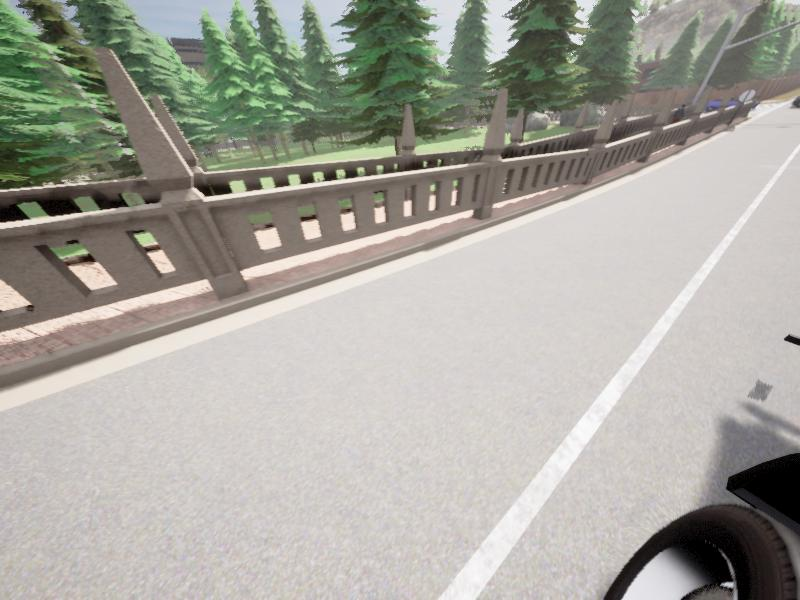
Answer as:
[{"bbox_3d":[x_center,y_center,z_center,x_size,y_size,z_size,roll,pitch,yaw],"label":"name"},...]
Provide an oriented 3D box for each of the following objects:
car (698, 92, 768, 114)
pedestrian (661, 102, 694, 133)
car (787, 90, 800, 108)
[{"bbox_3d":[40.505,-24.069,28.292,2.007,1.525,4.514,-28,43,-25],"label":"car"},{"bbox_3d":[21.767,-14.305,18.150,0.751,1.860,0.751,-25,42,-22],"label":"pedestrian"},{"bbox_3d":[45.061,-21.325,23.987,2.097,1.767,4.553,-34,46,-31],"label":"car"}]
